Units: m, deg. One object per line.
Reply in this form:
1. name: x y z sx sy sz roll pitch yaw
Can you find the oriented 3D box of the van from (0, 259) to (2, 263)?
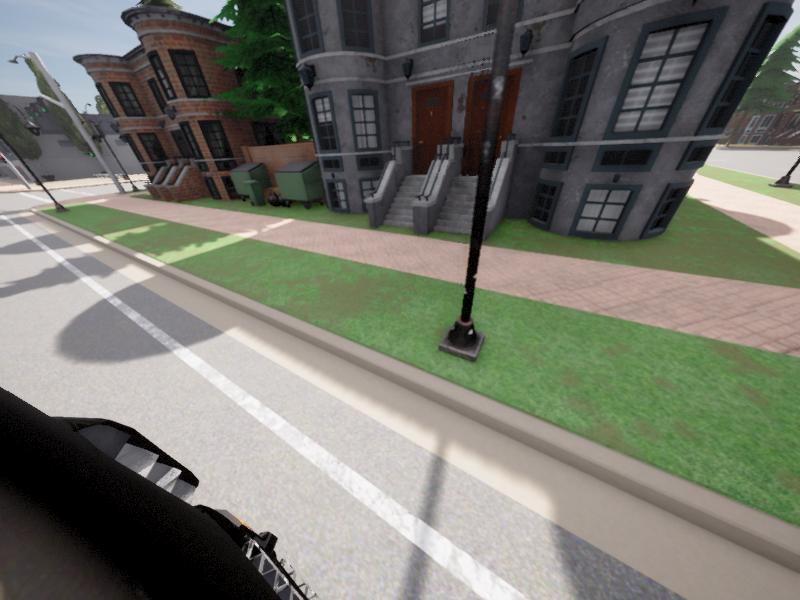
1. van: -13.645 -1.988 6.321 4.442 1.987 1.775 16 38 26
